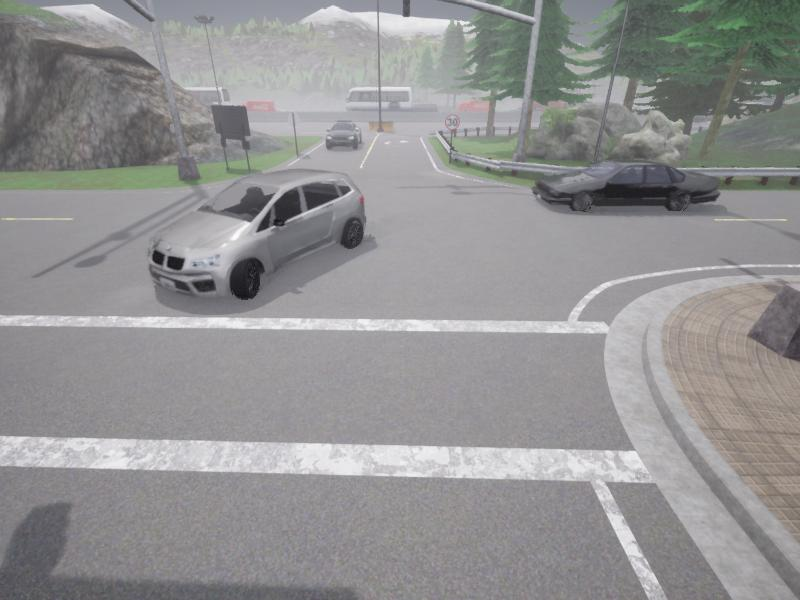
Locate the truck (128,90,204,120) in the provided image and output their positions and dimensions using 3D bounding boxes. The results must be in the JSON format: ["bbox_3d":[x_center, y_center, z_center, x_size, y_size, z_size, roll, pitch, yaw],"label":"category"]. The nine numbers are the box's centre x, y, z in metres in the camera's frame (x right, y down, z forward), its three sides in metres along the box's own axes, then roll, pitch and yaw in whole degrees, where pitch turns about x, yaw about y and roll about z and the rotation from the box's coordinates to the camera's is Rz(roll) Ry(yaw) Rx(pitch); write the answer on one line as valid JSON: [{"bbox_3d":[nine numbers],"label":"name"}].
[{"bbox_3d":[-33.655,-28.185,57.795,8.468,3.827,2.891,0,27,0],"label":"truck"}]

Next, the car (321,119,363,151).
[{"bbox_3d":[-3.621,-10.810,26.021,2.038,1.542,4.974,0,27,0],"label":"car"}]

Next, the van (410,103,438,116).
[{"bbox_3d":[3.997,-32.142,67.529,4.442,1.987,1.775,0,27,0],"label":"van"}]

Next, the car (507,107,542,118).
[{"bbox_3d":[20.040,-30.297,64.530,4.902,1.511,2.128,0,27,0],"label":"car"}]

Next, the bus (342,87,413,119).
[{"bbox_3d":[-3.243,-29.905,60.680,10.273,4.253,3.944,0,27,0],"label":"bus"}]

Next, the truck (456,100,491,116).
[{"bbox_3d":[12.321,-32.356,67.414,5.204,2.467,2.627,0,27,0],"label":"truck"}]

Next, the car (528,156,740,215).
[{"bbox_3d":[7.132,-3.694,12.718,5.357,1.411,2.033,-1,27,-1],"label":"car"}]

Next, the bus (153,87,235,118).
[{"bbox_3d":[-32.523,-31.512,63.812,10.273,4.253,3.944,0,27,0],"label":"bus"}]

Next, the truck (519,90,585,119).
[{"bbox_3d":[22.970,-29.764,60.874,8.468,3.827,2.891,0,27,0],"label":"truck"}]

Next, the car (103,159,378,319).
[{"bbox_3d":[-2.679,-1.610,8.130,2.242,1.667,4.611,15,31,27],"label":"car"}]

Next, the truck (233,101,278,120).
[{"bbox_3d":[-20.895,-27.565,58.096,5.204,2.467,2.627,0,27,0],"label":"truck"}]
